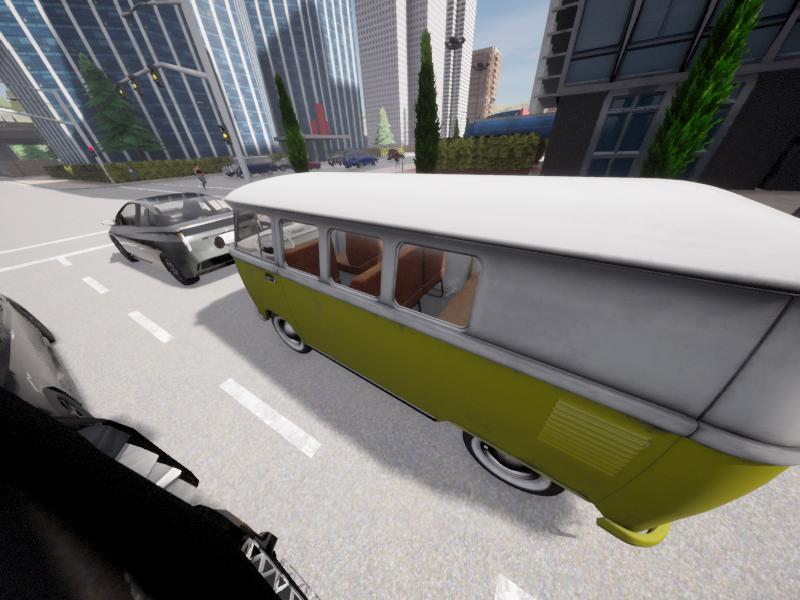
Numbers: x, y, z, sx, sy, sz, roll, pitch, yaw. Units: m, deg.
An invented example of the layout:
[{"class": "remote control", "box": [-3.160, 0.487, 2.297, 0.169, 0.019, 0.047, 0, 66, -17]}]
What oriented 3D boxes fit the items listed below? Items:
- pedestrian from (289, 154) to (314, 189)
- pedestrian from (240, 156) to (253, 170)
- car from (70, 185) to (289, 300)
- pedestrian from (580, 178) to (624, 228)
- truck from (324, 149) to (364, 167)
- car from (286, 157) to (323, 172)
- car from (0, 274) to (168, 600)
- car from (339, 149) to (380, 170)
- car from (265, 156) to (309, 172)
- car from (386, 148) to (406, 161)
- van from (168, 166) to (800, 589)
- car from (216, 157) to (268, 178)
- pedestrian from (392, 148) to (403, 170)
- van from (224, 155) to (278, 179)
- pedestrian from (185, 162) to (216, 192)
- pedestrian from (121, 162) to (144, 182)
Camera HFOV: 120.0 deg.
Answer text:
[{"class": "pedestrian", "box": [-6.345, -8.325, 14.980, 0.751, 1.860, 0.751, 19, 39, 30]}, {"class": "pedestrian", "box": [-23.101, -20.595, 34.764, 0.751, 1.860, 0.751, 16, 38, 27]}, {"class": "car", "box": [-5.208, -1.694, 5.526, 4.514, 1.525, 2.007, 16, 38, 26]}, {"class": "pedestrian", "box": [5.252, -2.557, 6.078, 0.500, 1.100, 0.500, 17, 38, 27]}, {"class": "truck", "box": [-8.842, -22.947, 37.302, 2.390, 2.098, 6.274, 15, 38, 25]}, {"class": "car", "box": [-12.911, -18.527, 31.524, 1.816, 1.474, 4.193, 15, 38, 25]}, {"class": "car", "box": [-4.383, 0.776, 1.741, 4.514, 1.525, 2.007, 16, 38, 26]}, {"class": "car", "box": [-5.238, -18.704, 30.677, 2.150, 2.045, 5.566, 15, 38, 25]}, {"class": "car", "box": [-15.968, -19.423, 32.979, 2.152, 1.651, 5.027, 15, 38, 25]}, {"class": "car", "box": [-0.712, -27.179, 43.231, 1.905, 1.878, 3.866, 15, 38, 25]}, {"class": "van", "box": [-0.016, -0.203, 2.461, 4.442, 1.987, 1.775, 19, 39, 29]}, {"class": "car", "box": [-19.140, -16.309, 28.304, 1.932, 1.855, 4.605, 15, 38, 25]}, {"class": "pedestrian", "box": [-0.243, -14.451, 23.732, 0.751, 1.860, 0.751, 24, 42, 34]}, {"class": "van", "box": [-16.597, -15.002, 26.040, 1.775, 1.987, 4.442, 15, 38, 26]}, {"class": "pedestrian", "box": [-14.628, -9.034, 16.968, 0.751, 1.860, 0.751, 7, 35, 15]}, {"class": "pedestrian", "box": [-29.583, -14.145, 25.553, 0.751, 1.860, 0.751, 16, 38, 26]}]
